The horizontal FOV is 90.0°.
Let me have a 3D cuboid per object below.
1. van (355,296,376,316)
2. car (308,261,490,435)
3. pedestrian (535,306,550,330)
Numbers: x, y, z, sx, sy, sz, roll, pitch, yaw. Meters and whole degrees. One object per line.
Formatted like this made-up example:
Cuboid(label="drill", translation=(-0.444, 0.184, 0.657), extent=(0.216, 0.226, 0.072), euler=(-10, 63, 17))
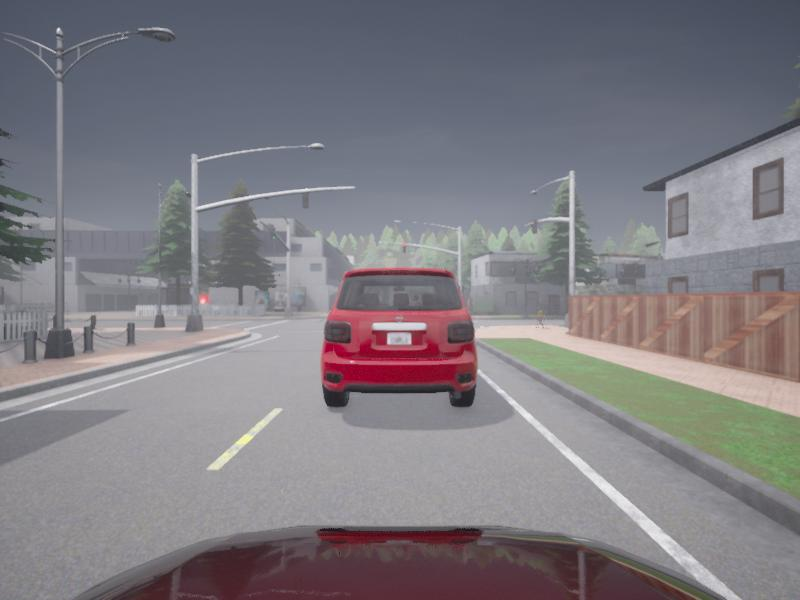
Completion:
Cuboid(label="van", translation=(-3.563, 0.565, 41.976), extent=(1.775, 1.987, 4.442), euler=(0, 0, 0))
Cuboid(label="car", translation=(-0.013, 0.562, 7.495), extent=(2.150, 2.045, 5.566), euler=(0, 0, 0))
Cuboid(label="pedestrian", translation=(6.784, 0.837, 19.057), extent=(0.500, 1.100, 0.500), euler=(0, 0, -5))
